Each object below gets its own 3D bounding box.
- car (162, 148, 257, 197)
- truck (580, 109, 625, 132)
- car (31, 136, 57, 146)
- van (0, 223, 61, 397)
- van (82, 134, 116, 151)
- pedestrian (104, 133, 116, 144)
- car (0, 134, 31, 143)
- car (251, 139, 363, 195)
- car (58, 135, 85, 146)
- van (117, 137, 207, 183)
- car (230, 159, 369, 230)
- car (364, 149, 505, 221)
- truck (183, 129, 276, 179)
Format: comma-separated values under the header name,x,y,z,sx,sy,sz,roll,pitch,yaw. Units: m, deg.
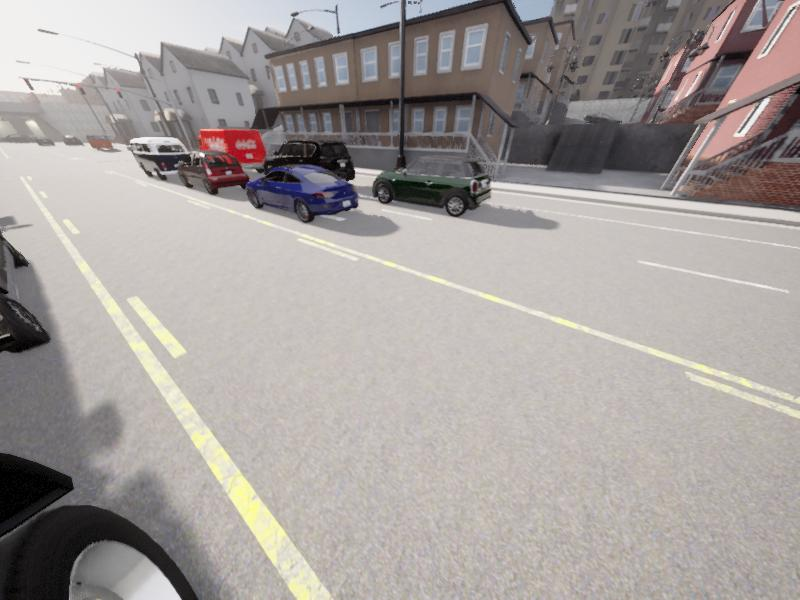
name,x,y,z,sx,sy,sz,roll,pitch,yaw
car,-9.107,-6.222,11.086,3.988,1.617,1.851,22,41,27
truck,38.424,-34.240,44.097,6.274,2.098,2.390,32,45,19
car,-68.764,-30.723,44.645,4.514,1.525,2.007,22,41,27
van,-6.827,-0.745,2.600,5.915,2.561,1.988,22,40,28
van,-45.358,-23.787,34.837,4.442,1.987,1.775,22,41,27
pedestrian,-63.040,-35.023,50.137,0.751,1.860,0.751,21,40,26
car,-87.879,-36.778,52.671,5.238,1.638,1.930,11,37,14
car,-4.837,-7.099,12.014,5.566,2.045,2.150,23,41,28
car,-66.616,-32.346,46.888,4.611,1.667,2.242,22,41,27
van,-14.144,-8.474,13.791,4.480,2.038,2.069,22,41,27
car,-3.484,-3.832,7.962,4.674,1.442,1.812,22,41,28
car,1.108,-4.563,8.767,4.553,1.767,2.097,22,41,27
truck,-11.346,-9.882,15.450,5.204,2.467,2.627,23,41,28
